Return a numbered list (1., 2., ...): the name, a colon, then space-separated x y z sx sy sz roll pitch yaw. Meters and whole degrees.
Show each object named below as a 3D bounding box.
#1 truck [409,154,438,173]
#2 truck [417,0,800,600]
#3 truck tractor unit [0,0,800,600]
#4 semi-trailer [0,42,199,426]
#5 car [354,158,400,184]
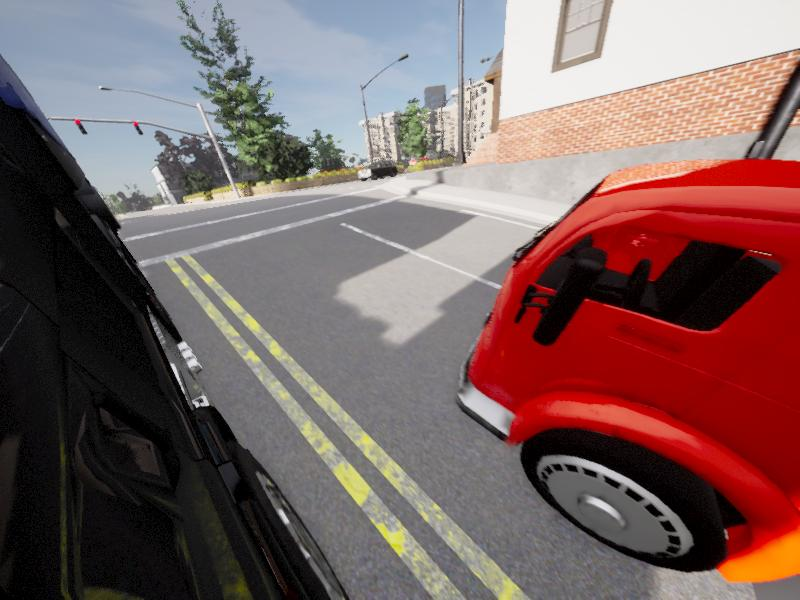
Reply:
1. truck: 7.168 -42.142 71.500 8.468 3.827 2.891 18 38 39
2. truck: 3.063 0.787 0.904 5.204 2.467 2.627 29 43 29
3. truck tractor unit: -2.645 -0.295 0.352 6.516 4.208 3.053 28 44 30
4. semi-trailer: -8.790 -3.122 4.667 14.254 4.402 2.717 23 41 34
5. car: -2.294 -13.868 24.755 1.932 1.855 4.605 17 37 38
